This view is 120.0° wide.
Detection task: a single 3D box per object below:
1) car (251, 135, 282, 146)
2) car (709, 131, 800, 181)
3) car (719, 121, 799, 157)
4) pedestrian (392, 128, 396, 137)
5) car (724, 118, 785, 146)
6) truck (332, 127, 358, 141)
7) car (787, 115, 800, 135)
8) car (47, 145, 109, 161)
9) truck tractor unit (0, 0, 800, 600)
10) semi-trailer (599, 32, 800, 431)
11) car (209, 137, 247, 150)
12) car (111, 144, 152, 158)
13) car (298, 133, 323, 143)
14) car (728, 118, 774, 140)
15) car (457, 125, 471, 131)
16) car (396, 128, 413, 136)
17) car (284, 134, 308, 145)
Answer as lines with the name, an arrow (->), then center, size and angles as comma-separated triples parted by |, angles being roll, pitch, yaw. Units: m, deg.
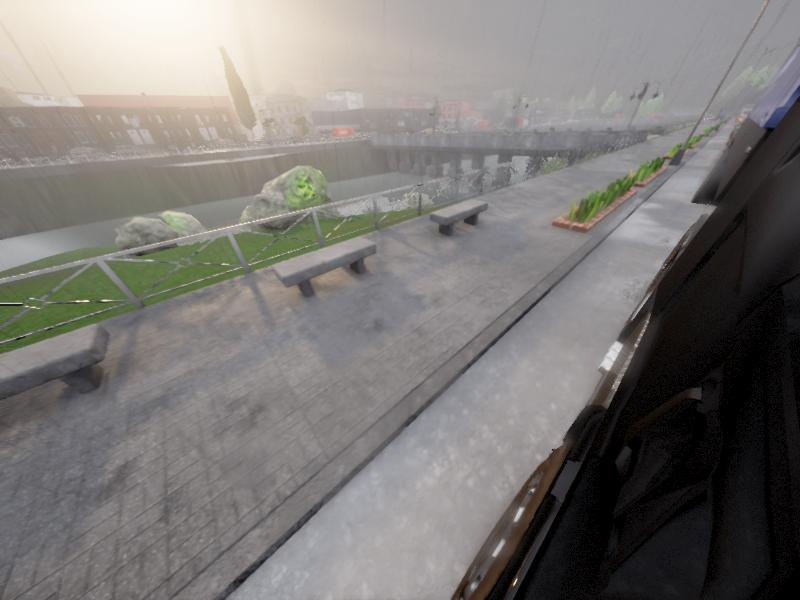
car -> -28.705, -34.300, 49.724 | 5.238, 1.638, 1.930 | -28, 44, -30
car -> 15.399, -6.275, 9.886 | 4.181, 1.385, 1.994 | -28, 44, -31
car -> 22.105, -10.077, 14.356 | 4.514, 1.525, 2.007 | -28, 44, -30
pedestrian -> -1.412, -39.914, 55.045 | 0.751, 1.860, 0.751 | 27, 46, 33
car -> 27.896, -13.305, 18.274 | 4.514, 1.525, 2.007 | -29, 44, -30
truck -> -13.253, -40.089, 55.733 | 5.204, 2.467, 2.627 | -29, 44, -31
car -> 41.380, -17.705, 23.210 | 5.366, 1.575, 1.801 | -29, 44, -30
car -> -49.495, -22.772, 35.735 | 5.238, 1.638, 1.930 | -29, 44, -30
truck tractor unit -> 2.645, -0.295, 0.351 | 6.516, 4.208, 3.053 | -28, 44, -30
semi-trailer -> 8.639, -3.653, 4.273 | 14.254, 4.402, 2.717 | -29, 44, -30
car -> -32.111, -29.281, 43.271 | 5.238, 1.638, 1.930 | -29, 44, -30
car -> -42.246, -23.590, 36.494 | 3.806, 1.475, 1.970 | -29, 44, -30
car -> -21.266, -38.435, 54.757 | 4.856, 1.649, 2.033 | -28, 44, -30
car -> 33.088, -16.248, 21.895 | 4.193, 1.474, 1.816 | -29, 44, -31
car -> 22.110, -59.387, 79.852 | 4.974, 1.542, 2.038 | -29, 44, -31
car -> 1.424, -51.053, 70.147 | 5.008, 1.535, 1.882 | -29, 44, -31
car -> -22.368, -34.682, 49.854 | 3.988, 1.617, 1.851 | -29, 44, -30
